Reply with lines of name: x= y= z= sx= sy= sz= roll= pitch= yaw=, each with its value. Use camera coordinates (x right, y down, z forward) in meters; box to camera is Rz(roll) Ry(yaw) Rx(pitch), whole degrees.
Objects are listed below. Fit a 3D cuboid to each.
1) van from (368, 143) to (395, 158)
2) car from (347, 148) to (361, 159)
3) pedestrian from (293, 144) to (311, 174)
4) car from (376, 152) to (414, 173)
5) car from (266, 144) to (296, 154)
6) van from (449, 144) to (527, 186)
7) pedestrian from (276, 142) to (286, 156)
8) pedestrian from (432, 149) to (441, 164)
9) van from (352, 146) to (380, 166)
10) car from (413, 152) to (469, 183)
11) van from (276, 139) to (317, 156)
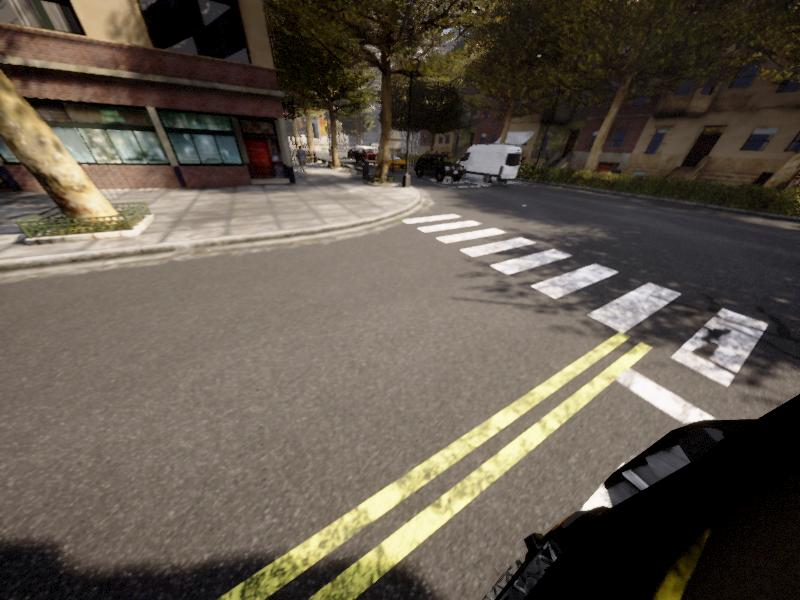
van: x=-4.181 y=-34.099 z=52.679 sx=5.915 sy=2.561 sz=1.988 roll=-15 pitch=37 yaw=-25
car: x=-8.853 y=-28.095 z=44.153 sx=1.851 sy=1.617 sz=3.988 roll=-9 pitch=35 yaw=-16
pedestrian: x=-7.371 y=-10.621 z=17.401 sx=0.751 sy=1.860 sz=0.751 roll=-16 pitch=38 yaw=-25
car: x=-0.704 y=-14.706 z=24.635 sx=1.882 sy=1.535 sz=5.008 roll=-15 pitch=38 yaw=-25
car: x=-24.125 y=-30.583 z=46.805 sx=5.027 sy=1.651 sz=2.152 roll=-15 pitch=38 yaw=-25
van: x=6.872 y=-11.293 z=19.126 sx=1.988 sy=2.561 sz=5.915 roll=-15 pitch=38 yaw=-25
pedestrian: x=-19.174 y=-24.330 z=37.205 sx=0.751 sy=1.860 sz=0.751 roll=-23 pitch=41 yaw=-33
pedestrian: x=5.558 y=-21.755 z=35.079 sx=0.751 sy=1.860 sz=0.751 roll=-17 pitch=39 yaw=-27
van: x=-4.471 y=-18.841 z=30.138 sx=2.069 sy=2.038 sz=4.480 roll=-15 pitch=38 yaw=-25
car: x=3.108 y=-10.893 z=18.855 sx=1.932 sy=1.855 sz=4.605 roll=-15 pitch=38 yaw=-25
van: x=-19.513 y=-28.920 z=43.902 sx=6.366 sy=2.431 sz=2.351 roll=-2 pitch=33 yaw=-7
